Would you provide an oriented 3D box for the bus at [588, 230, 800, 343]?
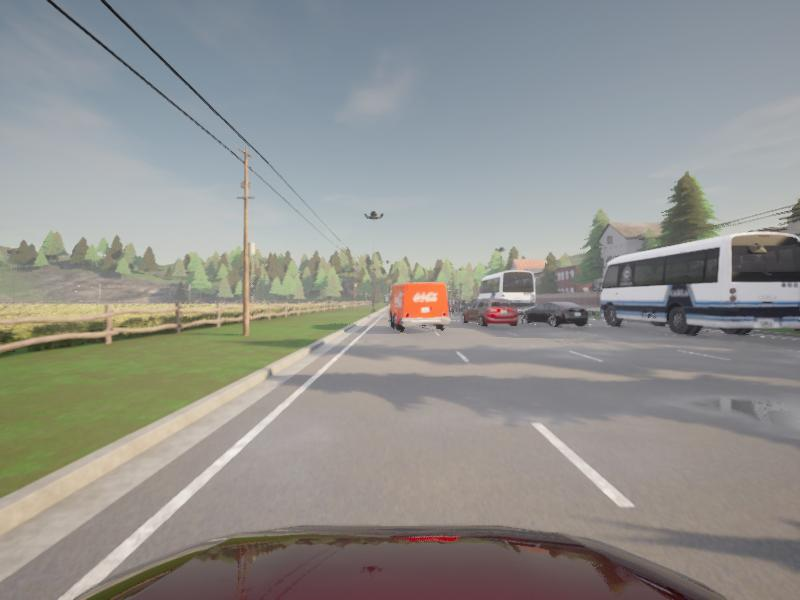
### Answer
[{"bbox_3d":[13.881,-0.535,20.193,3.944,4.253,10.273,0,0,0],"label":"bus"}]

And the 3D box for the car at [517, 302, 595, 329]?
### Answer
[{"bbox_3d":[9.369,0.848,24.568,2.163,1.488,4.792,0,0,-13],"label":"car"}]

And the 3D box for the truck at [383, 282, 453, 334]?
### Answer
[{"bbox_3d":[0.761,0.357,21.732,2.627,2.467,5.204,-1,0,-11],"label":"truck"}]

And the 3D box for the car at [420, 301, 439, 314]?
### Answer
[{"bbox_3d":[3.504,0.847,48.489,1.970,1.475,3.806,0,0,0],"label":"car"}]

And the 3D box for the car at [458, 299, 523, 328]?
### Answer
[{"bbox_3d":[5.482,0.753,24.981,2.242,1.667,4.611,0,0,-12],"label":"car"}]

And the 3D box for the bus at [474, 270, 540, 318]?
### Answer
[{"bbox_3d":[10.384,-0.538,40.520,3.944,4.253,10.273,0,0,0],"label":"bus"}]

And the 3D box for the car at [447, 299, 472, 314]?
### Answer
[{"bbox_3d":[7.006,0.750,47.638,2.242,1.667,4.611,0,0,0],"label":"car"}]
